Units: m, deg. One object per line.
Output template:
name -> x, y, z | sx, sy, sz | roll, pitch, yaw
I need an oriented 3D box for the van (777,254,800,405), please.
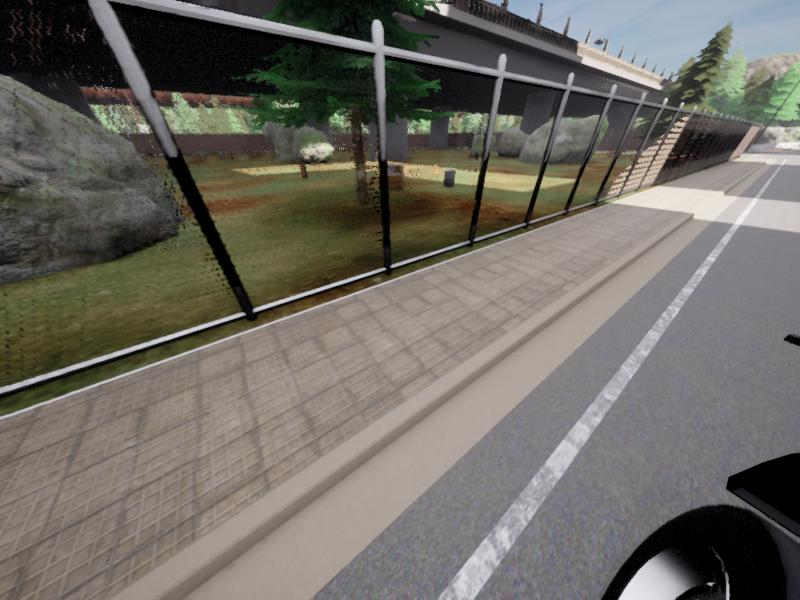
van -> 6.415, -0.090, 2.229 | 4.480, 2.038, 2.069 | -24, 40, -31
